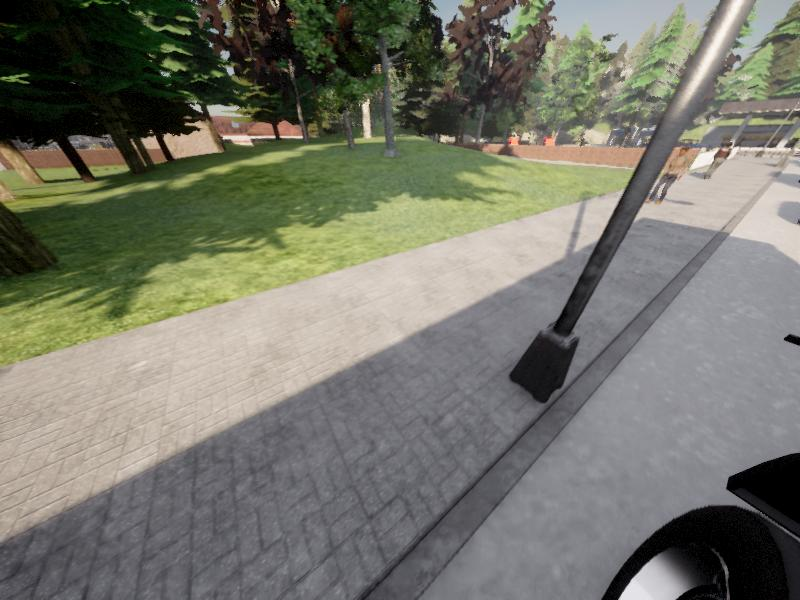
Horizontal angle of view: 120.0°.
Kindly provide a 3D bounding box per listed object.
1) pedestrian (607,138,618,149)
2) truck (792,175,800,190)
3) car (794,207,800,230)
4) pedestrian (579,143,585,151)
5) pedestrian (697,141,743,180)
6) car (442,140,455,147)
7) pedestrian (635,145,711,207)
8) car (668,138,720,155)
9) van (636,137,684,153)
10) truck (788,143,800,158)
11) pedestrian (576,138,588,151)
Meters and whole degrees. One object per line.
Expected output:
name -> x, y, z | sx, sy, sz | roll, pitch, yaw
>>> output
pedestrian -> 42.741, -31.492, 46.406 | 0.751, 1.860, 0.751 | -17, 38, -22
truck -> 22.634, -6.807, 11.239 | 5.204, 2.467, 2.627 | -21, 40, -28
car -> 13.877, -2.874, 6.678 | 4.181, 1.385, 1.994 | -22, 40, -27
pedestrian -> 31.259, -26.199, 39.623 | 0.500, 1.100, 0.500 | 20, 40, 26
pedestrian -> 18.427, -8.068, 13.356 | 0.751, 1.860, 0.751 | -28, 43, -33
car -> 14.984, -48.114, 71.048 | 1.789, 1.549, 3.705 | -22, 40, -27
pedestrian -> 9.588, -4.388, 8.213 | 0.751, 1.860, 0.751 | -10, 36, -13
car -> 41.776, -21.856, 32.902 | 1.905, 1.878, 3.866 | -19, 40, -25
van -> 42.448, -25.463, 37.888 | 2.069, 2.038, 4.480 | -21, 40, -27
truck -> 48.379, -16.919, 25.346 | 2.627, 2.467, 5.204 | 9, 36, 11
pedestrian -> 30.554, -26.140, 38.886 | 0.751, 1.860, 0.751 | -21, 40, -27
